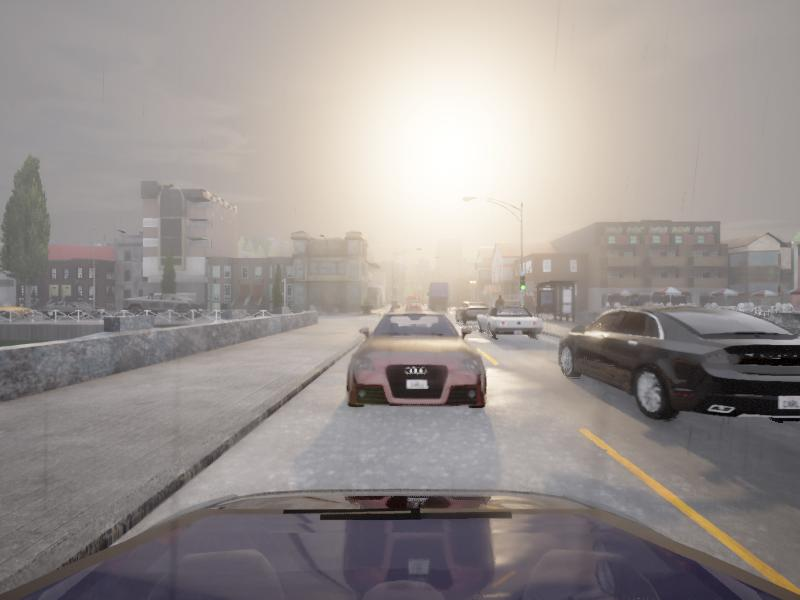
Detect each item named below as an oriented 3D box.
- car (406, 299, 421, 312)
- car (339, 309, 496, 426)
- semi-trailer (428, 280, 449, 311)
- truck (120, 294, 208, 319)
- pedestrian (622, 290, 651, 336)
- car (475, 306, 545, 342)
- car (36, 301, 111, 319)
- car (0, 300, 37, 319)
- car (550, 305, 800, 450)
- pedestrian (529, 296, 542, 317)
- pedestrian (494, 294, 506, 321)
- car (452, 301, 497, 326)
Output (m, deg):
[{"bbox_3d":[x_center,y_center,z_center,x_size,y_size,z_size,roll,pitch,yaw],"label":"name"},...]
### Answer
[{"bbox_3d":[1.929,0.694,56.940,2.097,1.767,4.553,0,0,2],"label":"car"},{"bbox_3d":[0.267,0.908,7.178,1.994,1.385,4.181,0,0,1],"label":"car"},{"bbox_3d":[6.060,-0.616,64.722,2.717,4.402,14.254,0,0,3],"label":"semi-trailer"},{"bbox_3d":[-20.415,0.542,34.832,6.274,2.098,2.390,0,0,2],"label":"truck"},{"bbox_3d":[9.854,0.533,16.700,0.751,1.860,0.751,0,0,2],"label":"pedestrian"},{"bbox_3d":[4.622,0.944,17.582,1.895,1.301,4.718,0,0,2],"label":"car"},{"bbox_3d":[-28.550,0.836,35.105,4.902,1.511,2.128,0,0,2],"label":"car"},{"bbox_3d":[-35.539,0.801,35.340,5.366,1.575,1.801,0,0,2],"label":"car"},{"bbox_3d":[4.260,0.844,6.670,1.837,1.490,4.892,0,0,2],"label":"car"},{"bbox_3d":[11.979,0.557,35.421,0.751,1.860,0.751,0,0,-31],"label":"pedestrian"},{"bbox_3d":[7.233,0.533,28.901,0.751,1.860,0.751,0,0,19],"label":"pedestrian"},{"bbox_3d":[4.829,0.836,26.646,2.128,1.511,4.902,0,0,0],"label":"car"}]
